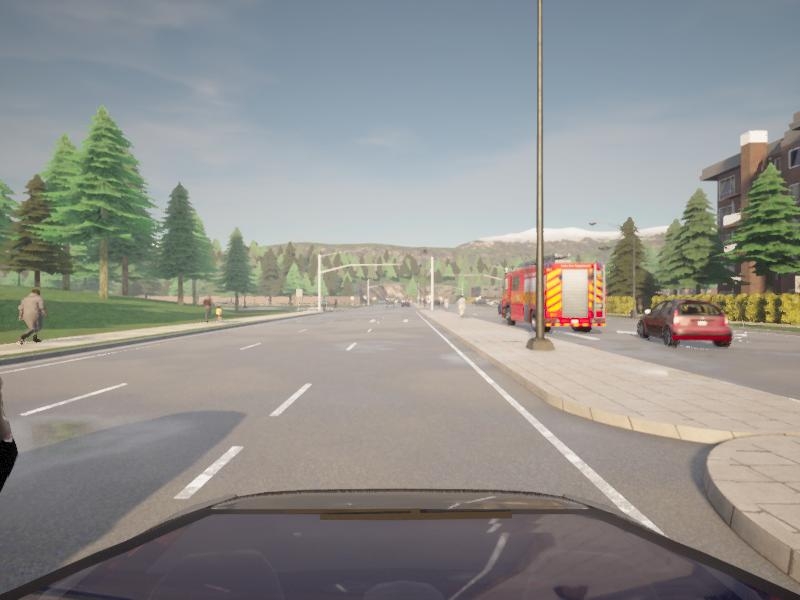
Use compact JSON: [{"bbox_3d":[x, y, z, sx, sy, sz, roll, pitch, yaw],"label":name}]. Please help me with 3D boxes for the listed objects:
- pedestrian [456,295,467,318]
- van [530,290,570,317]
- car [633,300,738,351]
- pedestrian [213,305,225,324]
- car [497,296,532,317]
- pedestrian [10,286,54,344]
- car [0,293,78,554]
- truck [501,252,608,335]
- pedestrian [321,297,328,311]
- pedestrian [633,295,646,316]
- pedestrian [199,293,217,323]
[{"bbox_3d":[4.909,0.511,32.058,0.751,1.860,0.751,0,0,-6],"label":"pedestrian"},{"bbox_3d":[15.330,0.355,41.248,1.988,2.561,5.915,0,0,0],"label":"van"},{"bbox_3d":[10.297,0.801,14.803,1.851,1.617,3.988,0,0,15],"label":"car"},{"bbox_3d":[-11.056,0.873,24.418,0.500,1.100,0.500,0,0,2],"label":"pedestrian"},{"bbox_3d":[11.827,0.602,41.803,2.150,2.045,5.566,0,0,1],"label":"car"},{"bbox_3d":[-12.060,0.484,13.136,0.751,1.860,0.751,0,0,3],"label":"pedestrian"},{"bbox_3d":[-3.531,0.779,0.704,2.033,1.649,4.856,0,0,0],"label":"car"},{"bbox_3d":[8.166,-0.302,22.631,2.891,3.827,8.468,0,0,0],"label":"truck"},{"bbox_3d":[-9.692,0.514,51.179,0.751,1.860,0.751,0,0,5],"label":"pedestrian"},{"bbox_3d":[22.169,0.515,37.042,0.751,1.860,0.751,0,0,2],"label":"pedestrian"},{"bbox_3d":[-11.912,0.493,24.818,0.751,1.860,0.751,0,0,1],"label":"pedestrian"}]
